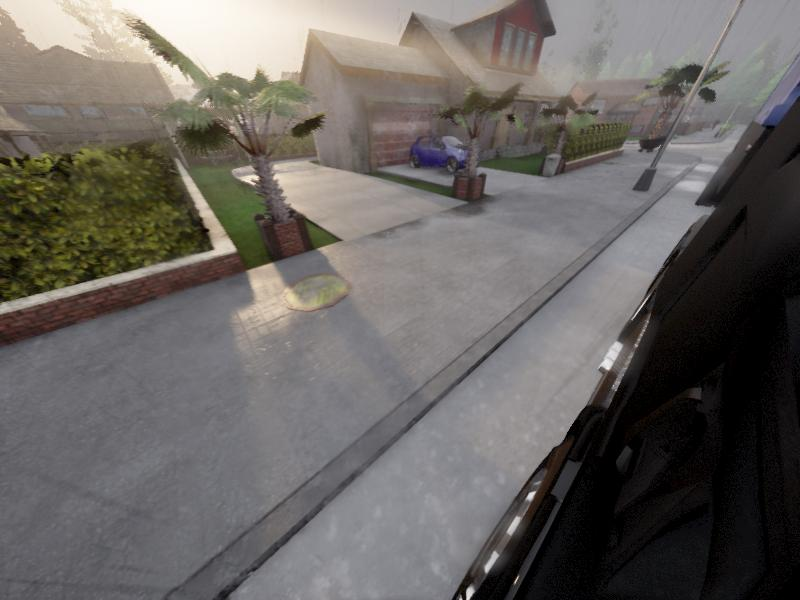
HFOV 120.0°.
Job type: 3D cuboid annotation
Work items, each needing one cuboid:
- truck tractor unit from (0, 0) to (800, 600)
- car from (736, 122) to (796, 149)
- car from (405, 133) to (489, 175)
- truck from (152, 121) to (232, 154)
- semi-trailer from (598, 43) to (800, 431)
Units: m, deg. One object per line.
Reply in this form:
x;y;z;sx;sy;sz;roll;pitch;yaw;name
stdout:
2.645;-0.295;0.351;6.516;4.208;3.053;-28;44;-30;truck tractor unit
30.498;-13.897;19.403;5.238;1.638;1.930;-27;44;-30;car
2.206;-7.474;11.711;1.845;1.501;3.633;-30;45;-32;car
-33.104;-26.284;37.244;8.468;3.827;2.891;-28;44;-30;truck
8.704;-3.574;4.264;14.254;4.402;2.717;-28;44;-30;semi-trailer
